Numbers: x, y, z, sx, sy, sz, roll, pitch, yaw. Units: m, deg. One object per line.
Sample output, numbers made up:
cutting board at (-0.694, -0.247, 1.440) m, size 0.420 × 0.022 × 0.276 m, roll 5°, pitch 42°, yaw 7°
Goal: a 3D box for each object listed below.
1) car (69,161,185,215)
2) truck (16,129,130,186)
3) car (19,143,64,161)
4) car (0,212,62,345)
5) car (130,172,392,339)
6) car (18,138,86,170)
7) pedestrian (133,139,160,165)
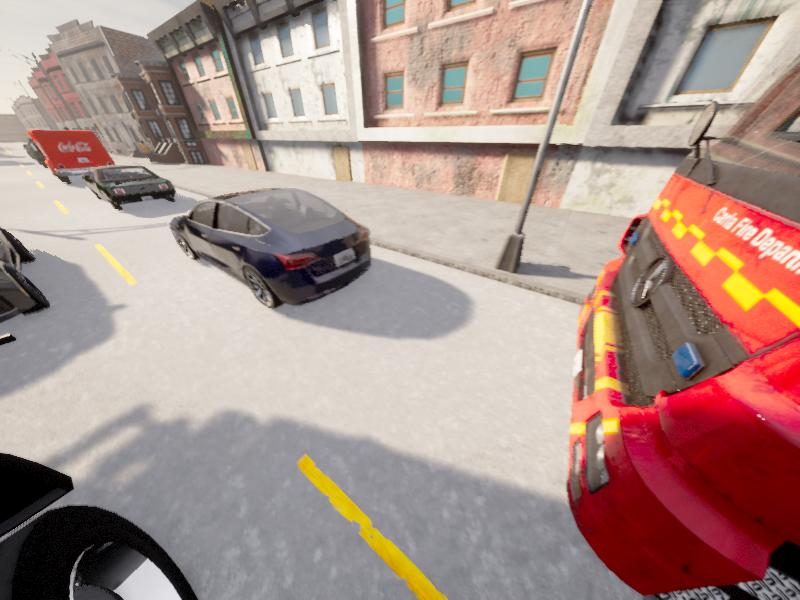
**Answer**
car at (-11.148, -4.736, 9.409) m, size 4.718 × 1.301 × 1.895 m, roll 22°, pitch 41°, yaw 28°
truck at (-19.506, -8.634, 13.838) m, size 5.204 × 2.467 × 2.627 m, roll 22°, pitch 40°, yaw 28°
car at (-39.617, -16.405, 25.520) m, size 4.514 × 1.525 × 2.007 m, roll 22°, pitch 41°, yaw 28°
car at (-7.470, -0.586, 3.229) m, size 4.611 × 1.667 × 2.242 m, roll 22°, pitch 41°, yaw 28°
car at (-2.734, -1.389, 4.572) m, size 4.792 × 1.488 × 2.163 m, roll 22°, pitch 41°, yaw 28°
car at (-29.967, -12.703, 19.903) m, size 5.566 × 2.045 × 2.150 m, roll 23°, pitch 41°, yaw 28°
pedestrian at (-22.618, -13.234, 20.654) m, size 0.751 × 1.860 × 0.751 m, roll 22°, pitch 41°, yaw 28°
